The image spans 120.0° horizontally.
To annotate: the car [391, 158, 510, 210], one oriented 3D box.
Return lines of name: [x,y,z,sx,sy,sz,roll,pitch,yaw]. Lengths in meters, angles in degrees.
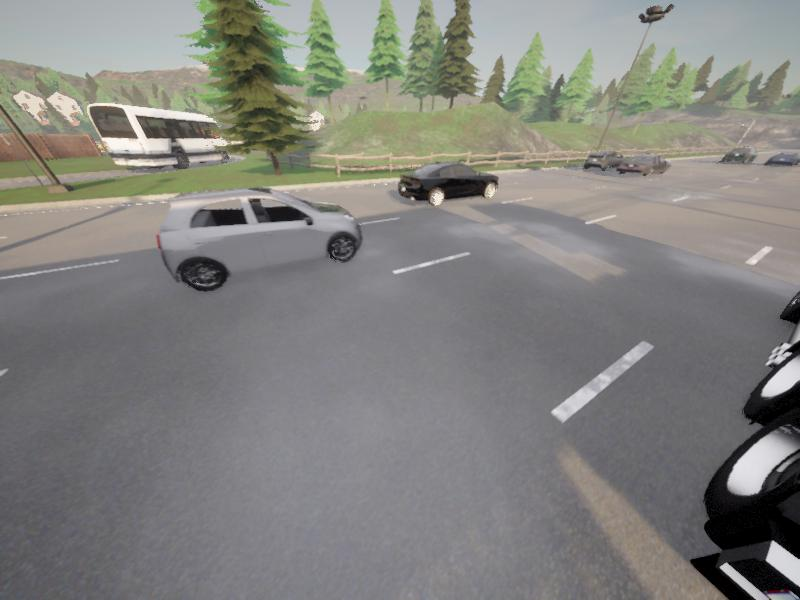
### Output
car: [2.284,-5.395,10.435,5.008,1.535,1.882,-18,39,-24]

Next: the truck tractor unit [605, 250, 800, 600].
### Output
truck tractor unit: [5.084,-0.328,0.813,6.516,4.208,3.053,-19,39,-25]

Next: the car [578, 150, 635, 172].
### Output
car: [19.247,-13.019,21.547,4.514,1.525,2.007,-18,39,-24]

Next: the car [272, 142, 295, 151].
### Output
car: [-27.894,-36.823,55.378,4.611,1.667,2.242,-17,39,-24]

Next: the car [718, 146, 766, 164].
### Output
car: [43.254,-18.398,29.244,4.553,1.767,2.097,-18,39,-24]

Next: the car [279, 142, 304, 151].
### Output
car: [-25.037,-35.432,53.401,4.611,1.667,2.242,-17,39,-24]

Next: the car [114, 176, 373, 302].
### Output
car: [-2.649,-1.550,4.872,3.633,1.501,1.845,-17,39,-24]

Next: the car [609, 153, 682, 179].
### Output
car: [19.618,-10.791,18.463,5.357,1.411,2.033,-18,39,-24]

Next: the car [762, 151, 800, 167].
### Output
car: [44.702,-16.391,26.742,4.181,1.385,1.994,-17,39,-24]

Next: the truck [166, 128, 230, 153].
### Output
truck: [-39.738,-31.778,46.015,8.468,3.827,2.891,-17,39,-24]

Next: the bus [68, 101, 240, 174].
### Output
bus: [-20.494,-14.617,21.126,3.944,4.253,10.273,3,35,1]

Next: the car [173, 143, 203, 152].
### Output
car: [-43.970,-31.735,48.057,4.181,1.385,1.994,-17,39,-24]
